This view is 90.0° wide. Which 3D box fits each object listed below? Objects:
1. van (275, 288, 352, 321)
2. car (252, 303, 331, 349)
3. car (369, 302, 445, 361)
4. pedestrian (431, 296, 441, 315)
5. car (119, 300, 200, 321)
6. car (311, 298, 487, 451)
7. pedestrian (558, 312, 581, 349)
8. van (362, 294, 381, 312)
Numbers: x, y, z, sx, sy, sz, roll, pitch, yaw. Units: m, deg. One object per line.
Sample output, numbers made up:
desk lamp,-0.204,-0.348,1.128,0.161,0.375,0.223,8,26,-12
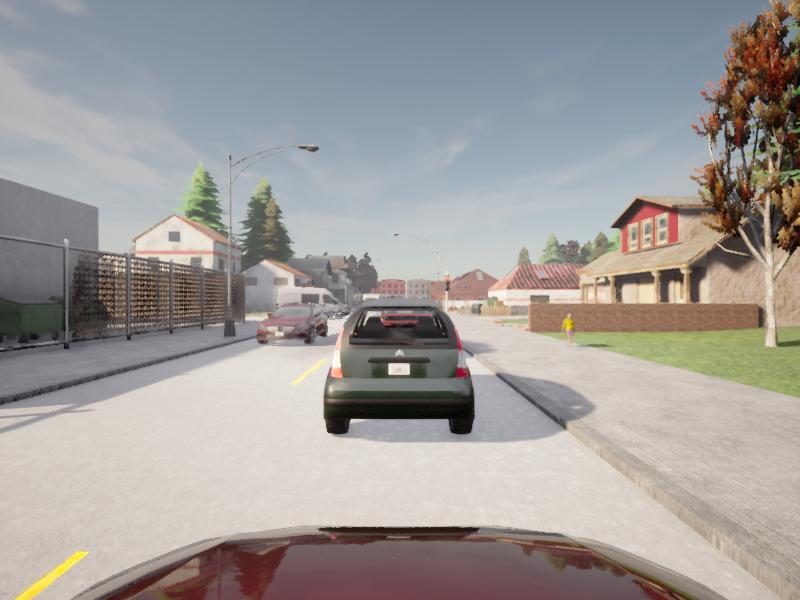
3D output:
van,-6.960,0.322,32.496,5.915,2.561,1.988,0,1,-11
car,-3.961,0.869,15.464,1.812,1.442,4.674,0,0,0
car,0.127,0.828,12.723,2.007,1.525,4.514,0,0,-2
pedestrian,3.480,0.532,38.271,0.751,1.860,0.751,0,0,-16
car,-19.115,0.799,31.887,5.366,1.575,1.801,0,0,0
car,-0.005,0.788,6.219,1.851,1.617,3.988,0,0,0
pedestrian,5.170,0.912,12.228,0.500,1.100,0.500,0,0,0
van,-4.044,0.375,57.411,2.351,2.431,6.366,0,0,0
